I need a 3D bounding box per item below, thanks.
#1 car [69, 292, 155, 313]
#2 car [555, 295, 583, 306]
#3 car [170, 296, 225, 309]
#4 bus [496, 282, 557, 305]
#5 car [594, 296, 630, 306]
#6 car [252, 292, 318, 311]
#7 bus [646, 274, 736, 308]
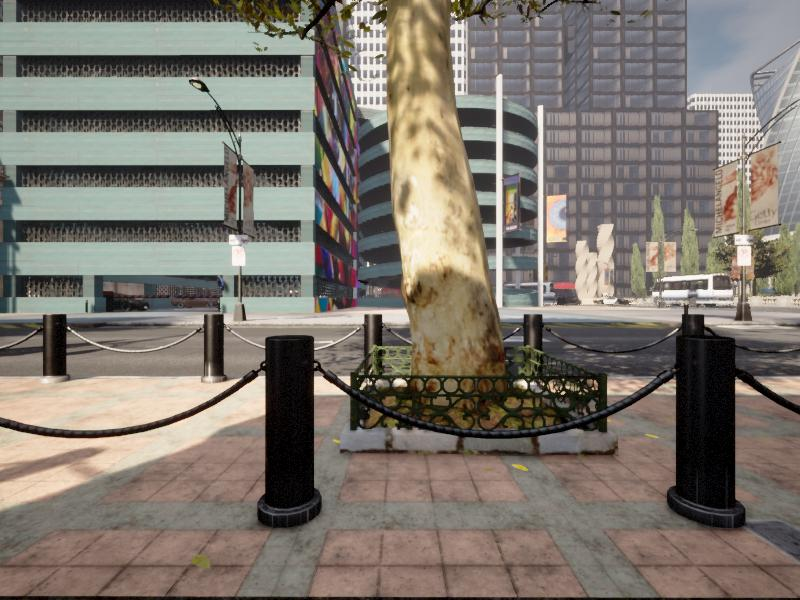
[{"bbox_3d":[-21.193,0.157,29.591,4.786,1.482,2.161,0,0,0],"label":"car"},{"bbox_3d":[28.041,0.057,66.533,1.905,1.878,3.866,0,0,-32],"label":"car"},{"bbox_3d":[-20.752,0.207,41.191,4.718,1.301,1.895,0,0,0],"label":"car"},{"bbox_3d":[24.111,-1.139,76.694,10.273,4.253,3.944,0,0,40],"label":"bus"},{"bbox_3d":[35.603,0.196,67.339,2.038,1.542,4.974,0,0,-28],"label":"car"},{"bbox_3d":[-9.593,0.117,33.684,4.902,1.511,2.128,0,0,0],"label":"car"},{"bbox_3d":[39.491,-1.136,55.051,3.944,4.253,10.273,0,0,-9],"label":"bus"}]
